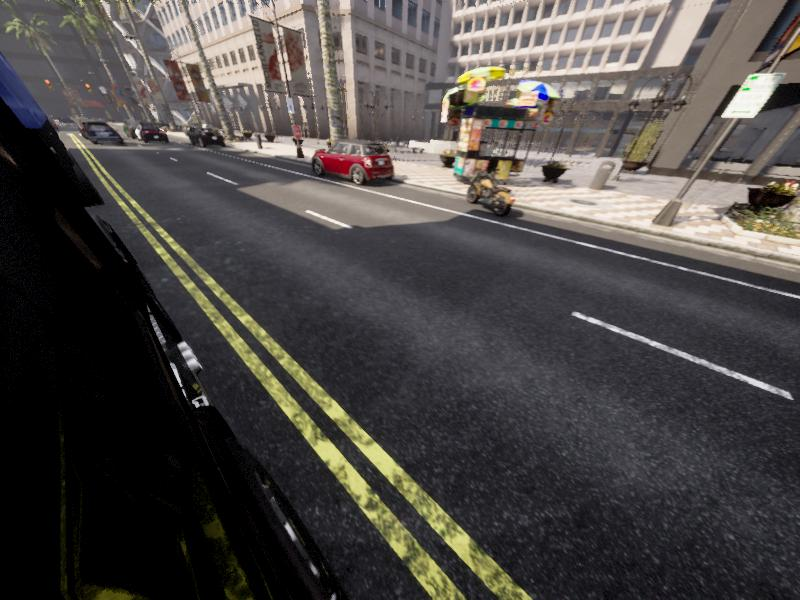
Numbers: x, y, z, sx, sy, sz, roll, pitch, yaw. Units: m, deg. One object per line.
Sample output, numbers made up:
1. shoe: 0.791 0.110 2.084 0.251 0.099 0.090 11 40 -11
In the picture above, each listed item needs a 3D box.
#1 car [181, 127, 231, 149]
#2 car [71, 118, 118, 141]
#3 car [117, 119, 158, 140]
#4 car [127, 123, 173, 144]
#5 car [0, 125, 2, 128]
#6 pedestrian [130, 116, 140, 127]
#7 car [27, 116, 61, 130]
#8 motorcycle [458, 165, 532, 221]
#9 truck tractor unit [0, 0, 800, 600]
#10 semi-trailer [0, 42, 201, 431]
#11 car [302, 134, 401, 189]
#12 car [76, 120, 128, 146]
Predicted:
1. car: -19.065 -16.005 22.716 4.792 1.488 2.163 28 43 30
2. car: -31.929 -17.830 24.140 4.611 1.667 2.242 28 44 30
3. car: -30.547 -19.876 26.886 4.553 1.767 2.097 29 44 30
4. car: -25.795 -17.184 23.803 4.974 1.542 2.038 28 44 30
5. car: -57.035 -23.156 29.847 2.033 1.411 5.357 15 38 15
6. pedestrian: -58.220 -39.225 50.735 0.751 1.860 0.751 -23 44 -31
7. car: -51.999 -25.916 33.835 4.792 1.488 2.163 29 44 30
8. motorcycle: 3.076 -3.747 7.913 0.764 1.277 2.356 -10 39 -17
9. truck tractor unit: -2.645 -0.295 0.351 6.516 4.208 3.053 28 44 30
10. semi-trailer: -8.690 -3.608 4.241 14.254 4.402 2.717 28 43 30
11. car: -2.446 -7.040 11.500 4.553 1.767 2.185 28 43 30
12. car: -26.745 -14.993 20.704 4.856 1.649 2.033 29 44 30
